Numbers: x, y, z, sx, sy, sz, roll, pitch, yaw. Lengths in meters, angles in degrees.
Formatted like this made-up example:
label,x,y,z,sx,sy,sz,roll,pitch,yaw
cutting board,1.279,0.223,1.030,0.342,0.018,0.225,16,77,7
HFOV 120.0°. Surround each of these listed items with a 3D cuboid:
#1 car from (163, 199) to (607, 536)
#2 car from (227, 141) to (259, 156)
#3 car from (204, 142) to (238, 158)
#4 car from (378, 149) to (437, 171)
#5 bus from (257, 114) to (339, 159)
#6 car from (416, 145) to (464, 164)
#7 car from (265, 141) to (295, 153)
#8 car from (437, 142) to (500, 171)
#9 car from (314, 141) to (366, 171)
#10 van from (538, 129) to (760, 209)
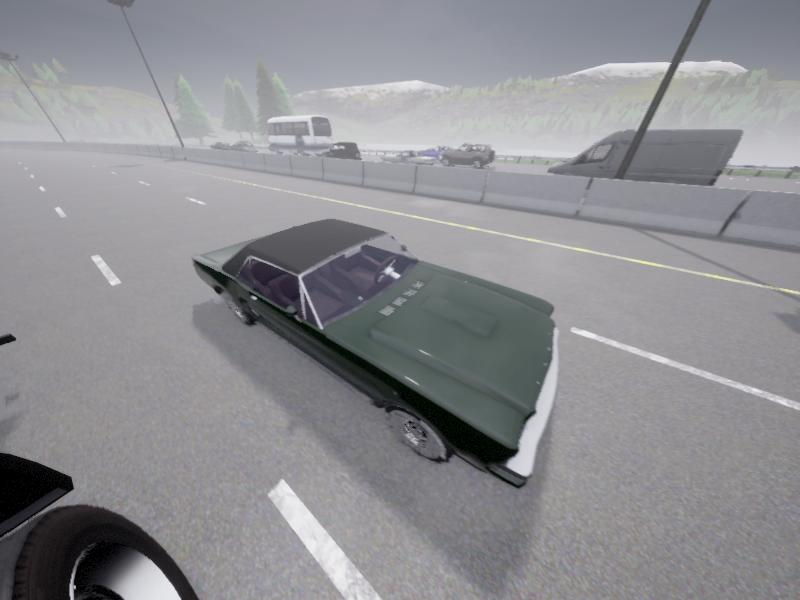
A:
label,x,y,z,sx,sy,sz,roll,pitch,yaw
car,-0.639,-0.129,2.955,4.718,1.301,1.895,22,41,28
car,-22.312,-21.570,32.814,3.988,1.617,1.851,21,40,27
car,-23.069,-19.416,29.806,3.705,1.549,1.789,22,40,27
car,0.544,-12.052,19.842,4.718,1.301,1.895,23,41,28
bus,-13.434,-21.442,30.431,10.273,4.253,3.944,23,41,28
car,4.204,-15.584,24.676,4.514,1.525,2.007,22,41,28
car,-19.958,-25.463,38.417,4.514,1.525,2.007,21,40,27
car,5.825,-12.578,20.133,4.605,1.855,1.932,23,41,28
car,-4.985,-12.108,19.349,3.866,1.878,1.905,22,41,28
van,10.122,-6.121,10.466,5.915,2.561,1.988,23,41,28
